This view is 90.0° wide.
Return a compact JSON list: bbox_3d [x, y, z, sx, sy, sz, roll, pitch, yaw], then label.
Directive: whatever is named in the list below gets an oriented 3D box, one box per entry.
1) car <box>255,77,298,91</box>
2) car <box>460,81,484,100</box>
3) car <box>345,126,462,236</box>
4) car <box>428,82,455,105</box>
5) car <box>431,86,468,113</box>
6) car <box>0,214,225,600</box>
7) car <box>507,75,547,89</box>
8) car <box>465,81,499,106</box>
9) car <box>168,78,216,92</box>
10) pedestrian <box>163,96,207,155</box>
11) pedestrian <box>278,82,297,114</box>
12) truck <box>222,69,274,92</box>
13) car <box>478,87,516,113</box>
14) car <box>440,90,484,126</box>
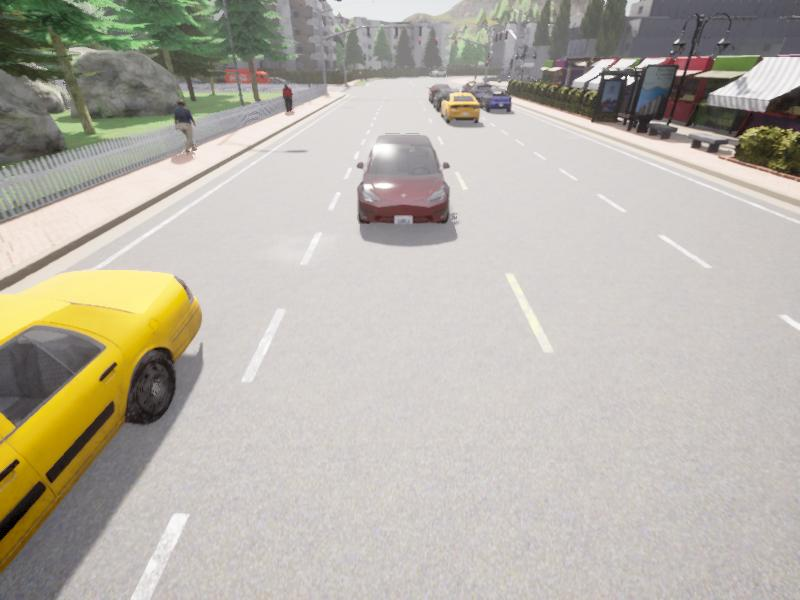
[{"bbox_3d":[-16.421,-28.915,53.510,4.902,1.511,2.128,1,31,2],"label":"car"},{"bbox_3d":[7.271,-21.377,40.713,1.845,1.501,3.633,2,31,3],"label":"car"},{"bbox_3d":[0.077,-3.158,9.835,2.163,1.488,4.792,0,31,0],"label":"car"},{"bbox_3d":[3.657,-18.732,36.215,1.882,1.535,5.008,0,31,0],"label":"car"},{"bbox_3d":[3.650,-15.237,30.339,2.163,1.488,4.792,0,31,0],"label":"car"},{"bbox_3d":[-3.270,1.112,2.487,1.801,1.575,5.366,1,31,2],"label":"car"},{"bbox_3d":[18.582,-32.039,58.726,5.027,1.651,2.152,2,31,3],"label":"car"},{"bbox_3d":[7.155,-18.363,35.501,2.033,1.649,4.856,0,31,0],"label":"car"},{"bbox_3d":[-26.331,-27.273,50.733,4.892,1.490,1.837,1,31,1],"label":"car"},{"bbox_3d":[-7.658,-6.235,14.333,0.751,1.860,0.751,0,31,0],"label":"pedestrian"},{"bbox_3d":[-7.358,-13.260,26.256,0.751,1.860,0.751,0,31,0],"label":"pedestrian"},{"bbox_3d":[-18.976,-27.588,50.311,5.204,2.467,2.627,1,31,1],"label":"truck"},{"bbox_3d":[7.138,-14.981,29.911,1.816,1.474,4.193,0,30,0],"label":"car"},{"bbox_3d":[3.663,-11.851,24.535,1.882,1.535,5.008,0,31,0],"label":"car"}]
